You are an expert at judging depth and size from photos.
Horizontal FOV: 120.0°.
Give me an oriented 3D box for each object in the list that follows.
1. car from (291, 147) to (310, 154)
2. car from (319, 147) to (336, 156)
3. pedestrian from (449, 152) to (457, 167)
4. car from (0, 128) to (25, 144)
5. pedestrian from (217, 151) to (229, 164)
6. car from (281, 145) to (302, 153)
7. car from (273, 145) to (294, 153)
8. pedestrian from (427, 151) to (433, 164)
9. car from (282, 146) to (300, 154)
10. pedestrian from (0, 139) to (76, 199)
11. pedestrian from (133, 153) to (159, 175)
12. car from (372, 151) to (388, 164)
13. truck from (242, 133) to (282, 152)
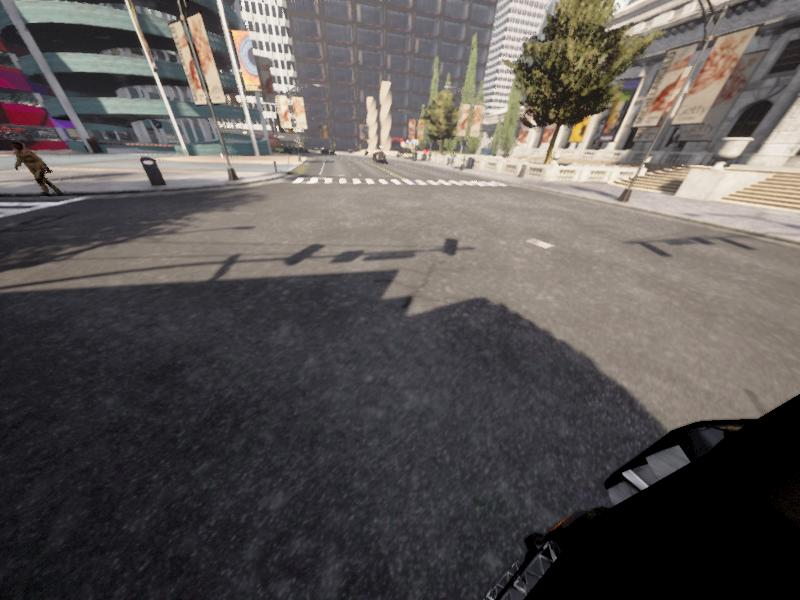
[{"bbox_3d":[-26.366,-39.649,61.091,4.181,1.385,1.994,14,35,17],"label":"car"},{"bbox_3d":[-17.864,-36.554,56.869,3.705,1.549,1.789,24,39,29],"label":"car"},{"bbox_3d":[7.991,-21.206,34.896,0.751,1.860,0.751,-3,34,-9],"label":"pedestrian"},{"bbox_3d":[-63.435,-25.297,35.439,5.566,2.045,2.435,-6,34,-13],"label":"car"},{"bbox_3d":[-17.146,-13.792,22.373,0.500,1.100,0.500,-1,34,-7],"label":"pedestrian"},{"bbox_3d":[-30.836,-42.778,65.463,4.902,1.511,2.128,10,34,11],"label":"car"},{"bbox_3d":[-29.637,-38.467,58.982,4.514,1.525,2.007,14,35,17],"label":"car"},{"bbox_3d":[5.229,-24.898,40.305,0.751,1.860,0.751,-9,35,-17],"label":"pedestrian"},{"bbox_3d":[-25.410,-35.061,54.016,3.705,1.549,1.789,21,38,26],"label":"car"},{"bbox_3d":[-13.472,-4.794,8.540,0.751,1.860,0.751,-5,34,-12],"label":"pedestrian"},{"bbox_3d":[-15.678,-8.412,14.294,0.500,1.100,0.500,4,33,1],"label":"pedestrian"},{"bbox_3d":[-3.416,-23.554,38.148,1.851,1.617,3.988,-7,34,-14],"label":"car"},{"bbox_3d":[-37.424,-42.856,62.898,8.468,3.827,2.891,6,33,5],"label":"truck"}]
